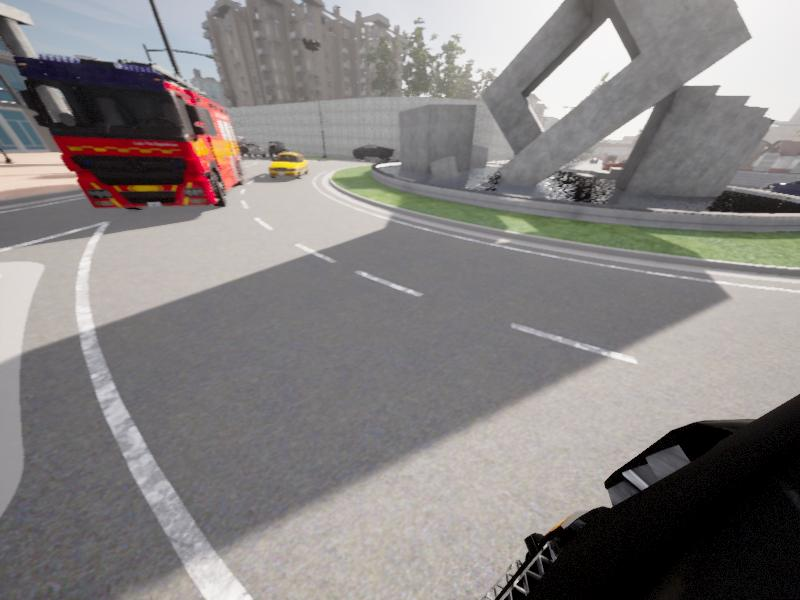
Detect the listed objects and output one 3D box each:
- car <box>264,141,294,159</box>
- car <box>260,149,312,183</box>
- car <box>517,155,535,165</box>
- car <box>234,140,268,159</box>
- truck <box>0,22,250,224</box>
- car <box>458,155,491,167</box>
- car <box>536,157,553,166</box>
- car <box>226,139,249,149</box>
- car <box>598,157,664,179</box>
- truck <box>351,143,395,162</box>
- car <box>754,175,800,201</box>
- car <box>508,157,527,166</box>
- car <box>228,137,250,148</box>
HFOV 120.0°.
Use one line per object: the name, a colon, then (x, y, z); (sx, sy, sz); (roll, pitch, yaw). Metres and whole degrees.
car: (-16.657, -20.683, 31.793); (3.866, 1.878, 1.905); (29, 42, 33)
car: (-7.521, -9.323, 15.832); (1.801, 1.575, 5.366); (-3, 34, -10)
car: (26.997, -29.906, 49.308); (2.038, 1.542, 4.974); (24, 39, 28)
car: (-19.158, -19.430, 29.737); (4.605, 1.855, 1.932); (29, 42, 33)
truck: (-8.614, -6.193, 9.056); (2.891, 3.827, 8.468); (-11, 36, -20)
car: (11.478, -21.582, 35.812); (4.181, 1.385, 1.994); (-3, 34, -9)
car: (29.973, -28.721, 47.852); (1.812, 1.442, 4.674); (24, 39, 29)
car: (-36.421, -35.011, 51.826); (4.611, 1.667, 2.242); (24, 39, 29)
car: (30.659, -17.715, 30.935); (2.150, 2.045, 5.566); (-17, 39, -28)
truck: (-4.069, -22.686, 35.584); (6.274, 2.098, 2.390); (9, 35, 9)
car: (31.325, -8.428, 17.667); (1.812, 1.442, 4.674); (7, 34, 6)
car: (22.745, -26.777, 44.516); (1.895, 1.301, 4.718); (25, 40, 30)
car: (-40.214, -39.325, 57.632); (5.566, 2.045, 2.150); (25, 39, 29)
